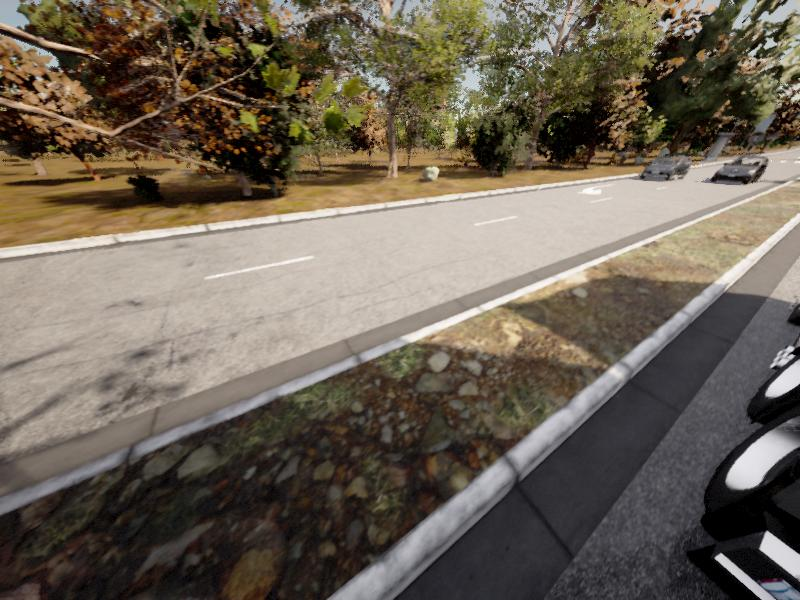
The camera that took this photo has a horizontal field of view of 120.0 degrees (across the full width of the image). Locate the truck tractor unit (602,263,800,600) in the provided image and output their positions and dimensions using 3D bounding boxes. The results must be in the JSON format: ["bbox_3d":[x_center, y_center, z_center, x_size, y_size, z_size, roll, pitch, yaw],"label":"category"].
[{"bbox_3d":[5.113,-0.295,0.798,6.516,4.208,3.053,-18,39,-24],"label":"truck tractor unit"}]

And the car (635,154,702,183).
[{"bbox_3d":[19.340,-9.523,16.678,3.705,1.549,1.789,-18,39,-25],"label":"car"}]

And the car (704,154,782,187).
[{"bbox_3d":[23.286,-8.850,15.705,3.988,1.617,1.851,-18,39,-24],"label":"car"}]
